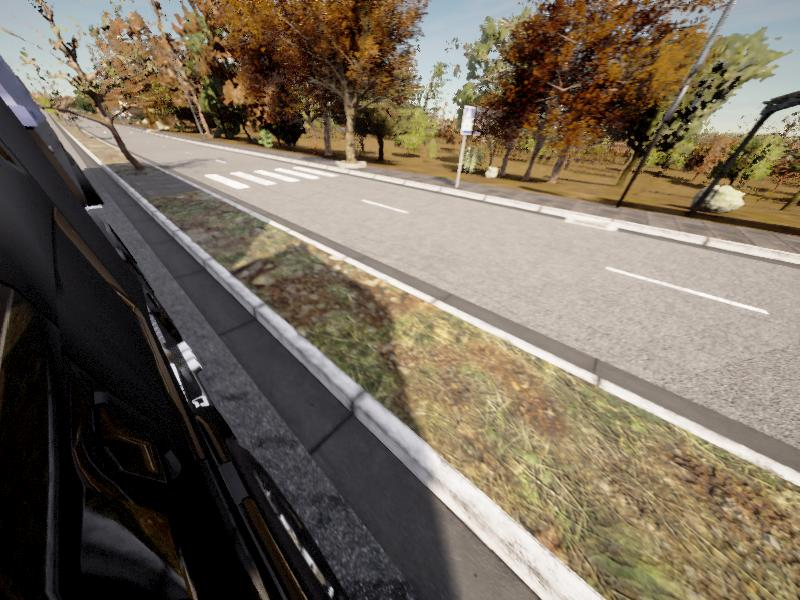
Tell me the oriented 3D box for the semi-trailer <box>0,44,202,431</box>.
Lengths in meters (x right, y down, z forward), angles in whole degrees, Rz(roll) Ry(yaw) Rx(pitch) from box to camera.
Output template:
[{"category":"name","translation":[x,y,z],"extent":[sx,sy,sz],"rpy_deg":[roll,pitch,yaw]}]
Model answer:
[{"category":"semi-trailer","translation":[-8.707,-3.583,4.244],"extent":[14.254,4.402,2.717],"rpy_deg":[28,44,30]}]

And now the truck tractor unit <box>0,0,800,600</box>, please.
[{"category":"truck tractor unit","translation":[-2.645,-0.295,0.351],"extent":[6.516,4.208,3.053],"rpy_deg":[28,44,30]}]
